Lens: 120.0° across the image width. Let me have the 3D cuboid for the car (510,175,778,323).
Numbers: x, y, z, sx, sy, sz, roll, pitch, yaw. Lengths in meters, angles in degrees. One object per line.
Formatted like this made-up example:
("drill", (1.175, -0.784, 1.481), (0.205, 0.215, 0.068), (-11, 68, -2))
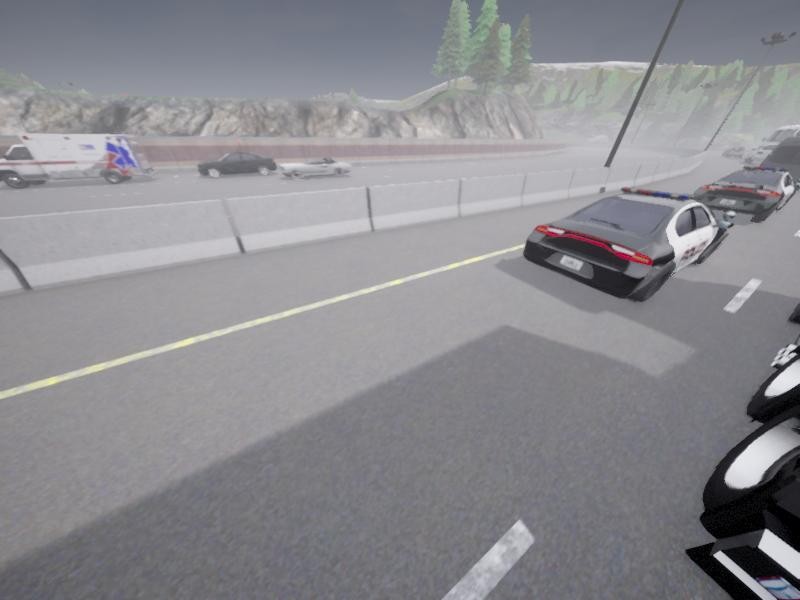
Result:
("car", (5.048, -1.484, 4.846), (4.974, 1.542, 2.038), (-18, 39, -24))

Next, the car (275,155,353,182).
("car", (-5.924, -9.343, 16.246), (4.718, 1.301, 1.895), (-18, 39, -24))

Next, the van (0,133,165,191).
("van", (-18.546, -8.023, 13.242), (6.366, 2.431, 2.351), (-18, 39, -24))

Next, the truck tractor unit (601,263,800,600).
("truck tractor unit", (5.114, -0.296, 0.784), (6.516, 4.208, 3.053), (-18, 39, -24))

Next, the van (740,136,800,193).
("van", (23.642, -8.291, 13.921), (5.915, 2.561, 1.988), (-21, 40, -27))

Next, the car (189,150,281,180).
("car", (-11.678, -9.894, 16.774), (5.008, 1.535, 1.882), (-18, 39, -24))

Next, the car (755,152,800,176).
("car", (33.575, -12.070, 20.331), (4.514, 1.525, 2.007), (-24, 42, -31))

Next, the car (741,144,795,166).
("car", (44.615, -17.808, 28.218), (5.566, 2.045, 2.150), (-29, 44, -36))

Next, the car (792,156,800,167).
("car", (45.468, -15.468, 25.005), (3.866, 1.878, 1.905), (-28, 44, -35))

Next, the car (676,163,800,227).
("car", (13.403, -4.226, 8.861), (4.974, 1.542, 2.038), (-18, 39, -25))

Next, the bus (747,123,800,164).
("bus", (54.831, -21.996, 32.414), (3.944, 4.253, 10.273), (27, 44, 33))
